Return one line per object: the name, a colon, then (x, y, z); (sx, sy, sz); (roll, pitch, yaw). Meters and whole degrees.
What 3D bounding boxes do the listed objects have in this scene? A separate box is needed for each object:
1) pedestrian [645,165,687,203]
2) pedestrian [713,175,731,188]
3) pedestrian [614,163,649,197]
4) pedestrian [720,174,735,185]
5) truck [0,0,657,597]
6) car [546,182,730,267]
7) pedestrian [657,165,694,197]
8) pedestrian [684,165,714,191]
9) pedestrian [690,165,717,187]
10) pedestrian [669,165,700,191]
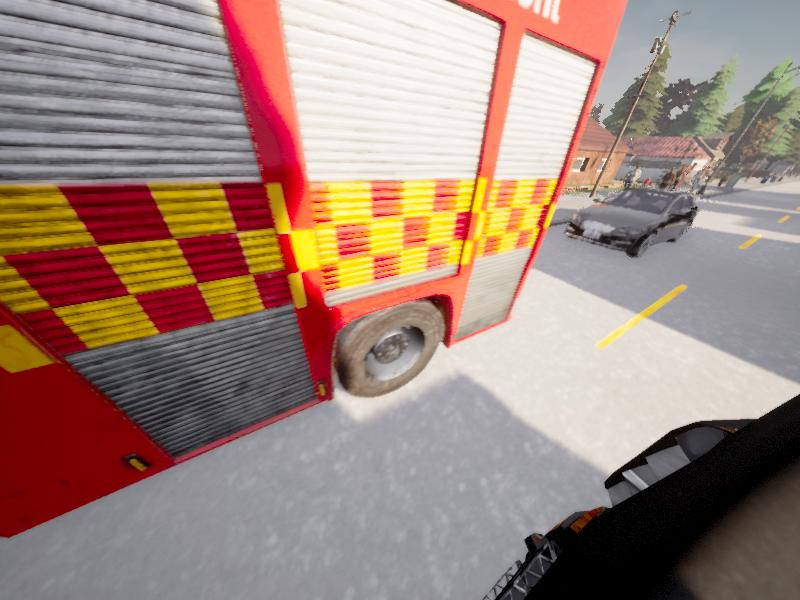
pedestrian: (15.307, -6.683, 13.340); (0.751, 1.860, 0.751); (-20, 40, -30)
pedestrian: (32.528, -11.950, 23.331); (0.500, 1.100, 0.500); (-16, 38, -27)
pedestrian: (15.005, -7.788, 14.985); (0.751, 1.860, 0.751); (-20, 40, -31)
pedestrian: (38.354, -14.110, 27.050); (0.500, 1.100, 0.500); (-18, 39, -29)
truck: (-2.745, -0.687, 1.326); (8.468, 3.827, 2.891); (-16, 38, -26)
car: (7.190, -2.551, 7.016); (4.902, 1.511, 2.128); (-16, 38, -26)
pedestrian: (18.850, -8.142, 15.820); (0.751, 1.860, 0.751); (-18, 39, -28)
pedestrian: (25.732, -10.474, 19.882); (0.751, 1.860, 0.751); (-21, 40, -32)
pedestrian: (31.161, -12.754, 23.749); (0.751, 1.860, 0.751); (-14, 37, -24)
pedestrian: (23.829, -10.242, 19.382); (0.751, 1.860, 0.751); (-18, 39, -28)
